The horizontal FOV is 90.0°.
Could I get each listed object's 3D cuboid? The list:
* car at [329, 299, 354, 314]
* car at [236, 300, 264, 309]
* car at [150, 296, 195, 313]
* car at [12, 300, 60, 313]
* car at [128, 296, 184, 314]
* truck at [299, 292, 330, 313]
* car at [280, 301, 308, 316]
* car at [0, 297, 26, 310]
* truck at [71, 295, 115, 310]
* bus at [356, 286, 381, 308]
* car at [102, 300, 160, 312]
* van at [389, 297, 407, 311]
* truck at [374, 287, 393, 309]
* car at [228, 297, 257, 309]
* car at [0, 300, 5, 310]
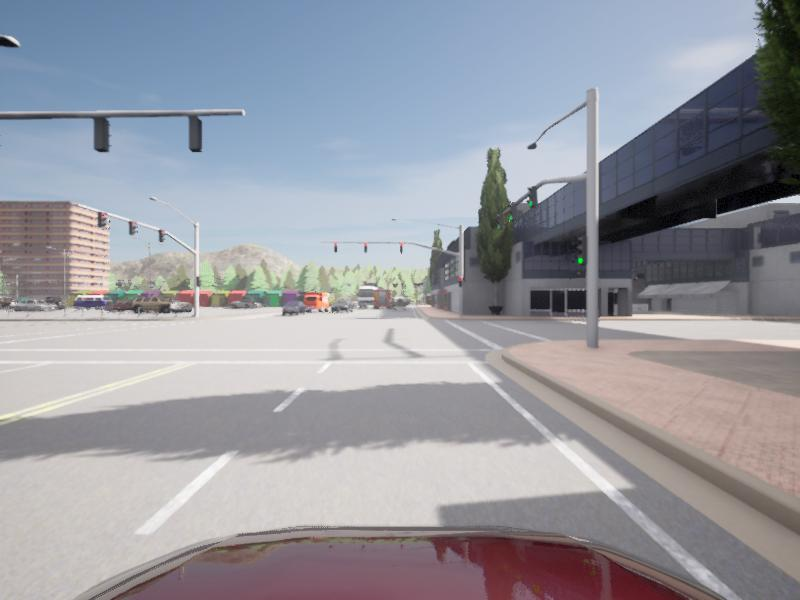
[{"bbox_3d":[-6.992,0.765,48.501,2.152,1.651,5.027,0,0,1],"label":"car"},{"bbox_3d":[-24.923,0.718,66.480,3.806,1.475,1.970,0,0,0],"label":"car"},{"bbox_3d":[-24.912,0.486,43.961,3.866,1.878,1.905,0,0,0],"label":"car"},{"bbox_3d":[-42.377,0.724,46.678,3.806,1.475,1.970,0,0,0],"label":"car"},{"bbox_3d":[-24.968,0.484,41.067,4.605,1.855,1.932,0,0,0],"label":"car"},{"bbox_3d":[-10.466,0.340,49.573,2.627,2.467,5.204,0,0,2],"label":"truck"},{"bbox_3d":[-10.637,0.814,40.284,1.845,1.501,3.633,0,0,1],"label":"car"},{"bbox_3d":[-57.521,0.479,58.035,4.605,1.855,1.932,0,0,0],"label":"car"},{"bbox_3d":[-42.405,0.385,55.358,4.478,2.038,2.069,0,0,0],"label":"truck"},{"bbox_3d":[-6.063,-0.564,79.442,3.944,4.253,10.273,0,0,2],"label":"bus"},{"bbox_3d":[-31.351,0.718,46.681,5.357,1.415,2.033,0,0,0],"label":"car"},{"bbox_3d":[-0.336,0.553,61.615,2.069,2.038,4.480,0,0,-10],"label":"van"},{"bbox_3d":[-2.869,-0.347,71.594,2.891,3.827,8.468,0,0,2],"label":"truck"},{"bbox_3d":[-24.936,0.480,63.584,3.866,1.878,1.905,0,0,0],"label":"car"},{"bbox_3d":[-57.473,0.690,55.351,3.905,1.438,1.784,0,0,0],"label":"car"}]
